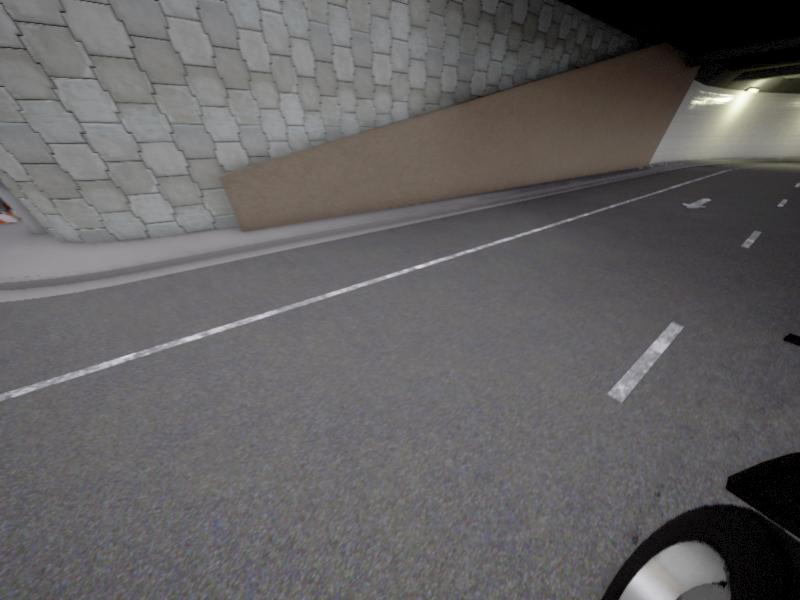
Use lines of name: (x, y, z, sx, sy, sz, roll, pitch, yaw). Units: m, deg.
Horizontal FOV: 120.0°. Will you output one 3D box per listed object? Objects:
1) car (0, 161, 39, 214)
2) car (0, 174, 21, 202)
car: (-16.834, -3.704, 7.842, 4.974, 1.542, 2.038, -2, 35, -2)
car: (-16.887, -3.830, 7.749, 4.536, 1.218, 1.853, -2, 35, -2)
